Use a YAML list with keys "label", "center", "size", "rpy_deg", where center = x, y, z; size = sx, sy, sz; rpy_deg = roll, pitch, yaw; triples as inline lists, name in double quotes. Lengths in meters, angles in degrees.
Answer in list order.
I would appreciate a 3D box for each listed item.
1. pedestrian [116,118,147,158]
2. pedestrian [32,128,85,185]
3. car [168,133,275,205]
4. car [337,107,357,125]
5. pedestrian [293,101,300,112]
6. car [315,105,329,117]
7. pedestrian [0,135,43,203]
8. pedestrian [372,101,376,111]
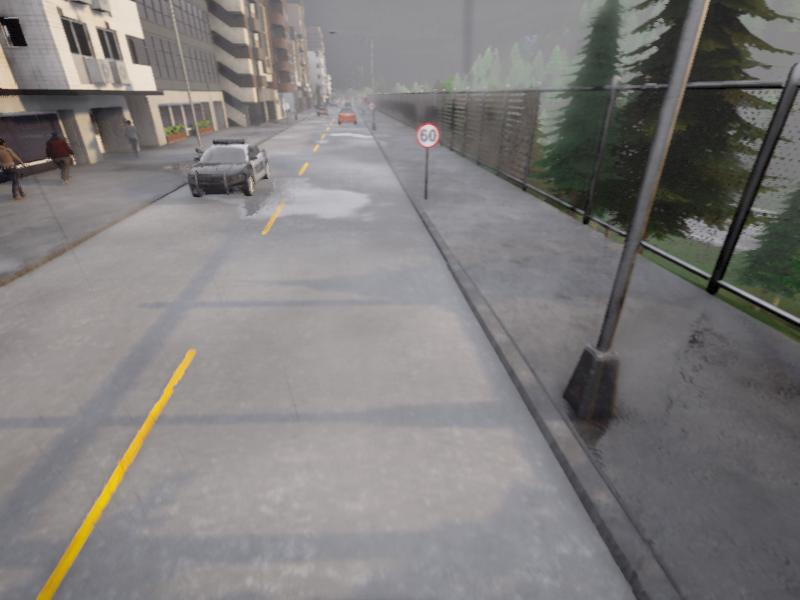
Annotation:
- label: "pedestrian"
  center: [-13.879, -8.389, 20.758]
  size: [0.751, 1.860, 0.751]
  rpy_deg: [-8, 28, -16]
- label: "pedestrian"
  center: [-12.433, -5.243, 14.625]
  size: [0.751, 1.860, 0.751]
  rpy_deg: [-9, 28, -17]
- label: "car"
  center: [-6.035, -4.872, 14.346]
  size: [1.930, 1.638, 5.238]
  rpy_deg: [-3, 27, -6]
- label: "car"
  center: [-6.170, -21.547, 46.717]
  size: [2.097, 1.767, 4.553]
  rpy_deg: [-3, 27, -6]
- label: "pedestrian"
  center: [-20.268, -37.973, 78.394]
  size: [0.751, 1.860, 0.751]
  rpy_deg: [20, 33, 34]
- label: "car"
  center: [-12.396, -30.230, 63.942]
  size: [1.845, 1.501, 3.633]
  rpy_deg: [-3, 27, -6]
- label: "pedestrian"
  center: [-11.952, -4.023, 12.257]
  size: [0.751, 1.860, 0.751]
  rpy_deg: [-6, 28, -11]
- label: "pedestrian"
  center: [-5.181, -38.486, 79.417]
  size: [0.751, 1.860, 0.751]
  rpy_deg: [-3, 27, -7]
